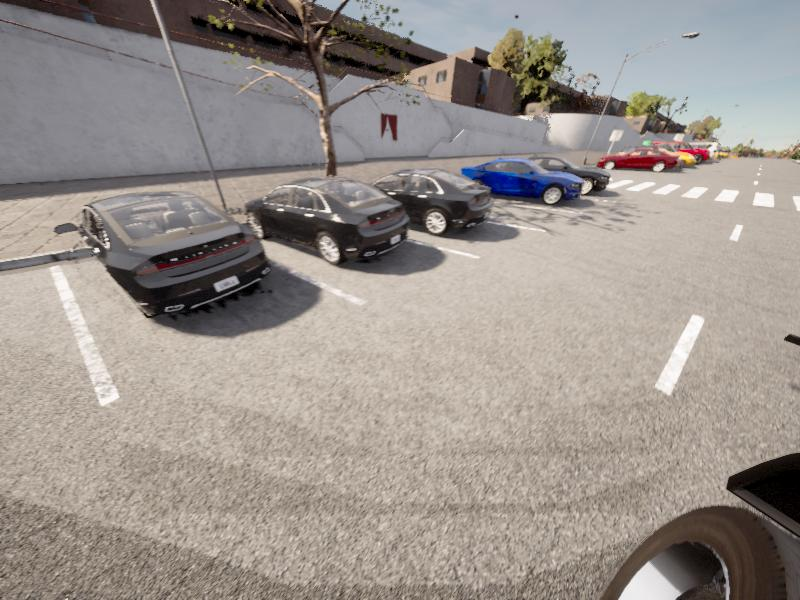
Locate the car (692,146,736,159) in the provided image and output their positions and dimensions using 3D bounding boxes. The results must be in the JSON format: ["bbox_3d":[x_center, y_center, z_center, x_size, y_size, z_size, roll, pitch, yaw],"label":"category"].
[{"bbox_3d":[62.088,-29.297,45.786,4.442,1.987,1.878,20,38,27],"label":"car"}]

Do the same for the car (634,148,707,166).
[{"bbox_3d":[28.745,-15.450,24.853,4.674,1.452,2.002,20,38,27],"label":"car"}]

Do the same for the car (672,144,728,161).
[{"bbox_3d":[45.466,-22.494,35.200,4.442,1.987,1.878,20,38,27],"label":"car"}]

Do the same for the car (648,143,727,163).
[{"bbox_3d":[35.844,-18.660,29.200,5.566,2.045,2.435,20,39,27],"label":"car"}]

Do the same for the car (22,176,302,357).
[{"bbox_3d":[-4.504,-1.219,4.368,4.892,1.521,2.231,21,41,29],"label":"car"}]

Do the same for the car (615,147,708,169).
[{"bbox_3d":[24.161,-13.432,21.764,5.366,1.575,1.946,20,39,27],"label":"car"}]

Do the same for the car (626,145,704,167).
[{"bbox_3d":[26.349,-14.598,23.280,4.553,1.767,2.185,20,39,27],"label":"car"}]

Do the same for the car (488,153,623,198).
[{"bbox_3d":[7.391,-6.336,11.515,5.008,1.535,2.097,20,39,27],"label":"car"}]

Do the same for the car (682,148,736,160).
[{"bbox_3d":[55.019,-26.174,41.341,5.366,1.575,1.946,20,38,27],"label":"car"}]

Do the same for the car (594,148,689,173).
[{"bbox_3d":[19.258,-11.460,18.870,5.008,1.535,2.097,20,39,27],"label":"car"}]

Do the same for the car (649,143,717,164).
[{"bbox_3d":[33.594,-17.614,27.651,4.442,1.987,1.878,20,38,27],"label":"car"}]

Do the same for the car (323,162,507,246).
[{"bbox_3d":[0.295,-3.238,7.176,4.892,1.521,2.231,20,40,28],"label":"car"}]

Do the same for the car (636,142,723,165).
[{"bbox_3d":[31.150,-16.676,26.178,5.566,2.045,2.435,20,38,27],"label":"car"}]

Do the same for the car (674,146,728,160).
[{"bbox_3d":[47.715,-23.427,36.833,4.553,1.767,2.185,20,38,27],"label":"car"}]

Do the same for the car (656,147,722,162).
[{"bbox_3d":[38.239,-19.424,30.843,5.008,1.535,2.097,20,38,27],"label":"car"}]

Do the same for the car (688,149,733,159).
[{"bbox_3d":[59.611,-28.135,44.466,4.674,1.452,2.002,20,38,27],"label":"car"}]

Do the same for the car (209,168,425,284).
[{"bbox_3d":[-2.098,-2.223,5.762,4.892,1.521,2.231,21,40,28],"label":"car"}]

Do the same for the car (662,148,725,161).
[{"bbox_3d":[42.831,-21.425,33.939,5.366,1.575,1.946,20,38,27],"label":"car"}]

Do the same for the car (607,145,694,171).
[{"bbox_3d":[21.601,-12.590,20.305,4.553,1.767,2.185,20,39,27],"label":"car"}]

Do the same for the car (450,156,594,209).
[{"bbox_3d":[5.026,-5.302,10.061,5.008,1.535,2.097,20,39,27],"label":"car"}]
